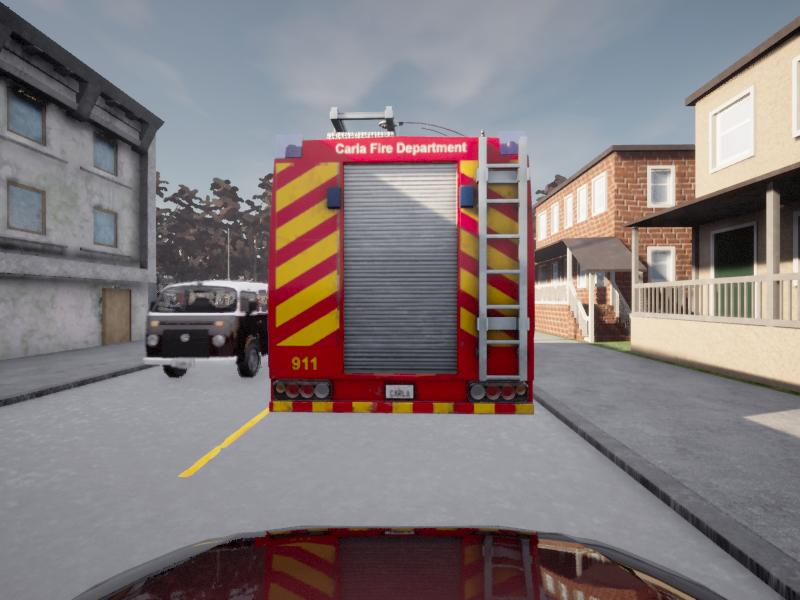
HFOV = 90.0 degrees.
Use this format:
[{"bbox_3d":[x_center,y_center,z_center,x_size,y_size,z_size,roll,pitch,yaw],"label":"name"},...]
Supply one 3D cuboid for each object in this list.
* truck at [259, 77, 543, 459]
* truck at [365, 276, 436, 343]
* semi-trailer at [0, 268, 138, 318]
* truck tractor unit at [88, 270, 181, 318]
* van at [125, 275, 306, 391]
[{"bbox_3d":[0.146,-0.321,8.301,2.891,3.827,8.468,0,0,2],"label":"truck"},{"bbox_3d":[0.173,0.357,17.323,2.627,2.467,5.204,0,0,4],"label":"truck"},{"bbox_3d":[-32.068,-0.621,36.865,14.254,4.402,2.717,0,0,2],"label":"semi-trailer"},{"bbox_3d":[-24.152,-0.519,36.628,6.516,4.208,3.053,0,0,1],"label":"truck tractor unit"},{"bbox_3d":[-3.783,0.570,9.310,2.069,2.038,4.480,0,0,1],"label":"van"}]
